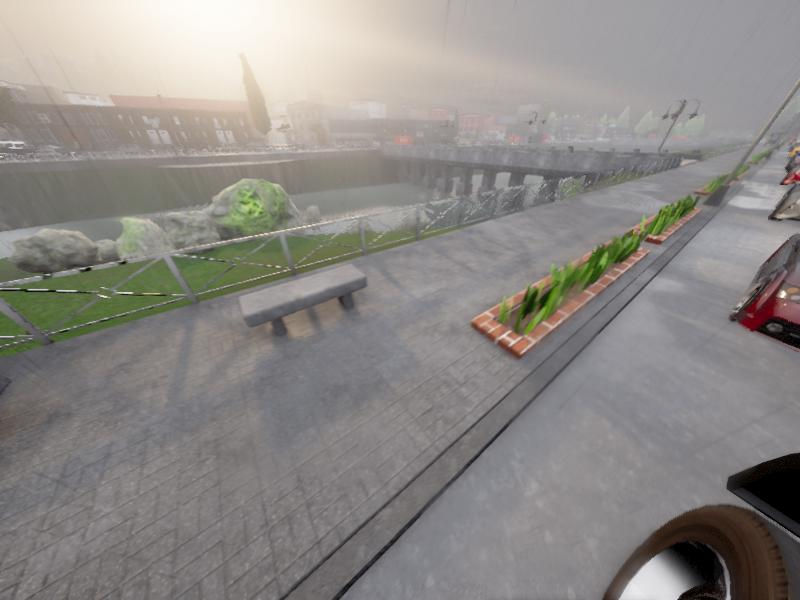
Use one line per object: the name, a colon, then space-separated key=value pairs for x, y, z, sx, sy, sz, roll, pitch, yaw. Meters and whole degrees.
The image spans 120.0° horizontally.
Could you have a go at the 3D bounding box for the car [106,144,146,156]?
car: x=-45.584 y=-25.111 z=38.595 sx=3.806 sy=1.475 sz=1.970 roll=-23 pitch=41 yaw=-28

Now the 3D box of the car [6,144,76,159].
car: x=-52.918 y=-22.110 z=34.259 sx=5.238 sy=1.638 sz=1.930 roll=-23 pitch=41 yaw=-28

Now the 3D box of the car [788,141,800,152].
car: x=66.379 y=-25.306 z=38.036 sx=4.181 sy=1.385 sz=1.994 roll=-23 pitch=41 yaw=-28

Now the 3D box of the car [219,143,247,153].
car: x=-31.156 y=-28.320 z=43.028 sx=3.806 sy=1.475 sz=1.970 roll=-23 pitch=41 yaw=-28

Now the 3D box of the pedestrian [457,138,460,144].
pedestrian: x=21.218 y=-57.730 z=83.766 sx=0.751 sy=1.860 sz=0.751 roll=30 pitch=45 yaw=35

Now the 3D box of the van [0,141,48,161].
van: x=-51.713 y=-19.936 z=30.824 sx=4.480 sy=2.038 sz=2.069 roll=-23 pitch=41 yaw=-28

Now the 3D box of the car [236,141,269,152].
car: x=-30.288 y=-31.569 z=47.485 sx=5.238 sy=1.638 sz=1.930 roll=-23 pitch=41 yaw=-28

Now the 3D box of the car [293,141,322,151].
car: x=-19.808 y=-33.138 z=49.623 sx=5.238 sy=1.638 sz=1.930 roll=-23 pitch=41 yaw=-28

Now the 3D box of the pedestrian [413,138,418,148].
pedestrian: x=3.357 y=-34.581 z=50.831 sx=0.751 sy=1.860 sz=0.751 roll=-17 pitch=39 yaw=-22

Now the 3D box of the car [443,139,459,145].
car: x=16.669 y=-51.251 z=75.006 sx=5.238 sy=1.638 sz=1.930 roll=-23 pitch=41 yaw=-28

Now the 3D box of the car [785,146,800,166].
car: x=36.406 y=-12.820 z=20.458 sx=3.633 sy=1.501 sz=1.845 roll=-23 pitch=41 yaw=-28

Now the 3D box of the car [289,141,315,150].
car: x=-22.128 y=-34.983 z=52.273 sx=4.856 sy=1.649 sz=2.033 roll=-22 pitch=41 yaw=-28

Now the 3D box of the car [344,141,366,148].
car: x=-11.462 y=-39.450 z=58.550 sx=4.974 sy=1.542 sz=2.038 roll=-23 pitch=41 yaw=-28

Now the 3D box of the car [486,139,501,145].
car: x=32.626 y=-55.071 z=80.336 sx=4.974 sy=1.542 sz=2.038 roll=-23 pitch=41 yaw=-28

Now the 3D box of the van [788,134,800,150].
van: x=76.768 y=-30.083 z=43.817 sx=6.366 sy=2.431 sz=2.351 roll=-23 pitch=41 yaw=-28

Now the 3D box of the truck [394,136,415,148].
truck: x=1.237 y=-42.288 z=61.704 sx=5.204 sy=2.467 sz=2.627 roll=-23 pitch=41 yaw=-28

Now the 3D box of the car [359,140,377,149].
car: x=-7.786 y=-38.155 z=56.668 sx=3.988 sy=1.617 sz=1.851 roll=-23 pitch=41 yaw=-28

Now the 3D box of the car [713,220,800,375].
car: x=6.527 y=-0.215 z=2.970 sx=4.181 sy=1.385 sz=1.994 roll=-21 pitch=40 yaw=-26

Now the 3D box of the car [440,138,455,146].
car: x=14.344 y=-47.529 z=69.550 sx=3.866 sy=1.878 sz=1.905 roll=-23 pitch=41 yaw=-28

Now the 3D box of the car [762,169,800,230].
car: x=13.544 y=-3.239 z=7.064 sx=4.514 sy=1.525 sz=2.007 roll=-23 pitch=41 yaw=-28

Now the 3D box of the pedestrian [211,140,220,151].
pedestrian: x=-36.865 y=-30.823 z=46.069 sx=0.751 sy=1.860 sz=0.751 roll=-18 pitch=39 yaw=-23

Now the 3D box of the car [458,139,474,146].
car: x=21.062 y=-50.209 z=73.579 sx=5.366 sy=1.575 sz=1.801 roll=-23 pitch=41 yaw=-28

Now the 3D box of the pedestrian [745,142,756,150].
pedestrian: x=59.753 y=-26.220 z=39.416 sx=0.500 sy=1.100 sz=0.500 roll=-21 pitch=40 yaw=-26

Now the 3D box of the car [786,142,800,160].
car: x=45.839 y=-16.770 z=25.975 sx=5.008 sy=1.535 sz=1.882 roll=-22 pitch=41 yaw=-28

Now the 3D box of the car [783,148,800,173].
car: x=30.790 y=-10.467 z=17.216 sx=4.193 sy=1.474 sz=1.816 roll=-23 pitch=41 yaw=-29

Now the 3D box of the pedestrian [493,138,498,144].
pedestrian: x=31.348 y=-52.167 z=75.773 sx=0.751 sy=1.860 sz=0.751 roll=-11 pitch=37 yaw=-15

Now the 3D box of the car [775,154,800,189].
car: x=22.184 y=-6.850 z=12.114 sx=4.514 sy=1.525 sz=2.007 roll=-22 pitch=41 yaw=-28

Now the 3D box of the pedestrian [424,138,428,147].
pedestrian: x=6.557 y=-39.848 z=58.517 sx=0.751 sy=1.860 sz=0.751 roll=-17 pitch=38 yaw=-22

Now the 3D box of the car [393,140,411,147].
car: x=0.604 y=-44.481 z=65.629 sx=5.008 sy=1.535 sz=1.882 roll=-23 pitch=41 yaw=-28
